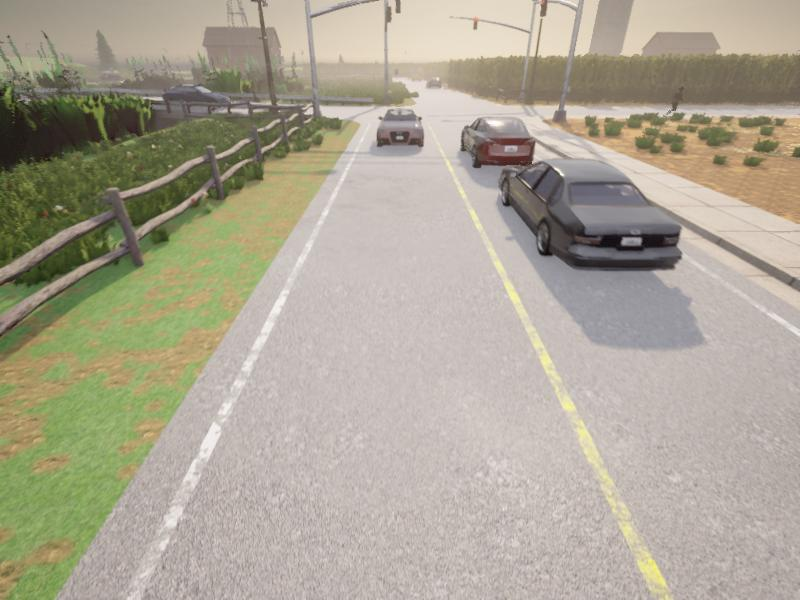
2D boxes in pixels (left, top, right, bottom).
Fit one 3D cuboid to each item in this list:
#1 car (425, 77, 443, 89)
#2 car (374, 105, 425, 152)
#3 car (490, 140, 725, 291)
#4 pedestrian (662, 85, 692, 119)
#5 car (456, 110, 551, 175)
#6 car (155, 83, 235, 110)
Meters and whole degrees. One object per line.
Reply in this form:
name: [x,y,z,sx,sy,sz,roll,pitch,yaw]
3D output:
car: [5.291,-33.838,62.288,2.163,1.488,4.792,-1,30,-2]
car: [0.009,-7.692,17.742,1.994,1.385,4.181,0,30,0]
car: [3.476,-2.107,8.195,2.033,1.411,5.357,0,30,0]
pedestrian: [17.146,-12.299,24.842,0.751,1.860,0.751,-2,30,-3]
car: [3.465,-5.874,14.533,2.163,1.488,4.792,0,30,0]
car: [-14.857,-14.852,29.163,4.674,1.442,1.812,4,30,1]
